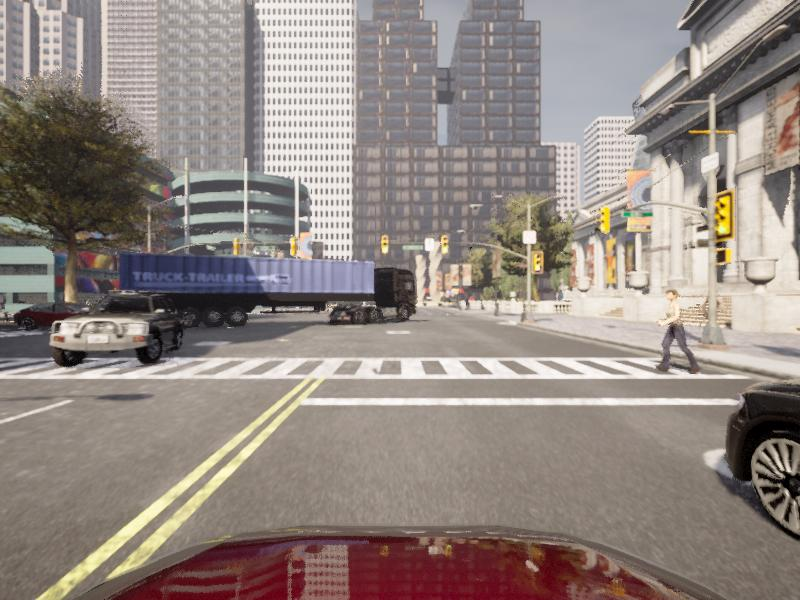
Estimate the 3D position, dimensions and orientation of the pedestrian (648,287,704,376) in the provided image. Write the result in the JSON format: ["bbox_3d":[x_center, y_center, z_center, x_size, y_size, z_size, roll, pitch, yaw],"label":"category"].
[{"bbox_3d":[5.984,0.651,8.723,0.751,1.860,0.751,0,0,10],"label":"pedestrian"}]

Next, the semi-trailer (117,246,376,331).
[{"bbox_3d":[-8.692,-0.587,24.839,14.254,4.402,2.717,0,0,-23],"label":"semi-trailer"}]

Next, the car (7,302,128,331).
[{"bbox_3d":[-18.118,0.885,21.992,4.792,1.488,2.163,0,0,-1],"label":"car"}]

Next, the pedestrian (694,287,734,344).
[{"bbox_3d":[10.572,0.507,13.504,0.751,1.860,0.751,0,0,-3],"label":"pedestrian"}]

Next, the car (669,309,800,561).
[{"bbox_3d":[3.502,0.839,1.190,2.128,1.511,4.902,0,0,0],"label":"car"}]

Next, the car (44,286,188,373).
[{"bbox_3d":[-7.407,0.670,11.065,1.932,1.855,4.605,2,-1,-18],"label":"car"}]

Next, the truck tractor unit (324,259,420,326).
[{"bbox_3d":[-1.844,-0.478,28.561,3.053,4.208,6.516,0,0,44],"label":"truck tractor unit"}]
